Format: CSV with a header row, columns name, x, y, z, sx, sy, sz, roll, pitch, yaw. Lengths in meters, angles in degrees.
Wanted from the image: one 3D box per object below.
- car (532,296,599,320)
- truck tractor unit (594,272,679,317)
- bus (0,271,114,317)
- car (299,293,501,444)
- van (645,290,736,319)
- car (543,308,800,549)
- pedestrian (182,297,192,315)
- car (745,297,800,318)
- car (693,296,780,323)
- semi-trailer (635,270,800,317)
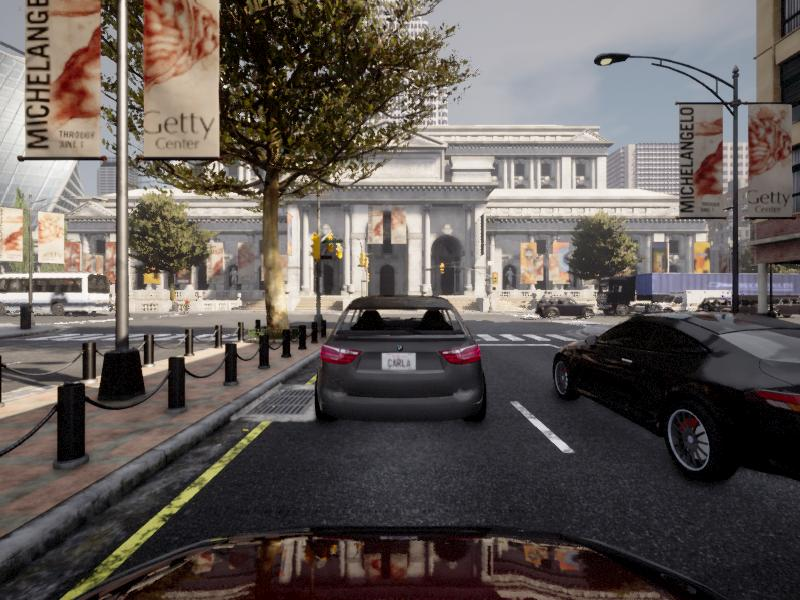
name,x,y,z,sx,sy,sz,roll,pitch,yaw
car,13.203,0.653,32.190,4.605,1.855,1.932,0,0,0
truck tractor unit,22.954,-0.516,39.125,6.516,4.208,3.053,0,0,0
bus,-34.715,-0.535,39.416,10.273,4.253,3.944,0,0,0
car,0.019,0.756,6.742,2.242,1.667,4.611,0,0,0
van,25.704,0.378,35.601,6.366,2.431,2.351,0,0,0
car,3.472,0.870,4.859,1.812,1.442,4.674,0,0,0
pedestrian,-23.044,0.635,43.311,0.751,1.860,0.751,0,0,-3
car,33.812,0.652,35.536,4.605,1.855,1.932,0,0,0
car,23.950,0.652,28.611,4.605,1.855,1.932,0,0,0
semi-trailer,30.866,-0.618,39.160,14.254,4.402,2.717,0,0,0
